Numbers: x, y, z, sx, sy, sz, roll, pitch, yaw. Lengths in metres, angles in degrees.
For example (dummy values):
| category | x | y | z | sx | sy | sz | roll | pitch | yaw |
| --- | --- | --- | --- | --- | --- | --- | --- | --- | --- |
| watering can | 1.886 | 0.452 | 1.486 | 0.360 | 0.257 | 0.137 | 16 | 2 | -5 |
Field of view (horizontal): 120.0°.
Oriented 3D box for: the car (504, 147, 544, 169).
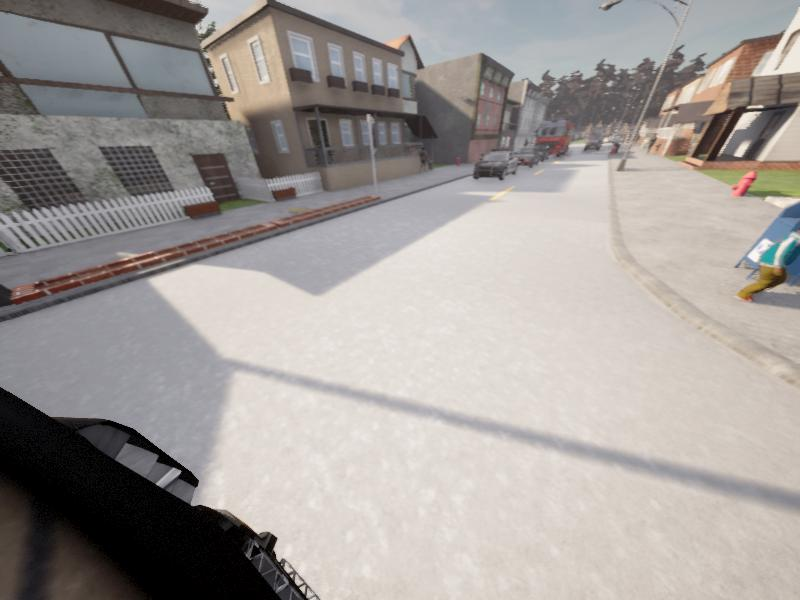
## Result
| category | x | y | z | sx | sy | sz | roll | pitch | yaw |
| --- | --- | --- | --- | --- | --- | --- | --- | --- | --- |
| car | 10.987 | -12.535 | 20.351 | 1.994 | 1.385 | 4.181 | 20 | 41 | 31 |

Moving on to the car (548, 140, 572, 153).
| category | x | y | z | sx | sy | sz | roll | pitch | yaw |
| --- | --- | --- | --- | --- | --- | --- | --- | --- | --- |
| car | 24.682 | -23.591 | 35.537 | 2.163 | 1.488 | 4.792 | 20 | 40 | 31 |

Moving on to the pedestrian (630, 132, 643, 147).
| category | x | y | z | sx | sy | sz | roll | pitch | yaw |
| --- | --- | --- | --- | --- | --- | --- | --- | --- | --- |
| pedestrian | 37.989 | -25.719 | 37.069 | 0.751 | 1.860 | 0.751 | 20 | 40 | 30 |

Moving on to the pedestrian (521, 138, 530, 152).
| category | x | y | z | sx | sy | sz | roll | pitch | yaw |
| --- | --- | --- | --- | --- | --- | --- | --- | --- | --- |
| pedestrian | 20.657 | -25.422 | 37.997 | 0.751 | 1.860 | 0.751 | 23 | 42 | 33 |

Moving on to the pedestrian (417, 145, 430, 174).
| category | x | y | z | sx | sy | sz | roll | pitch | yaw |
| --- | --- | --- | --- | --- | --- | --- | --- | --- | --- |
| pedestrian | 1.817 | -10.983 | 18.108 | 0.751 | 1.860 | 0.751 | 18 | 39 | 28 |

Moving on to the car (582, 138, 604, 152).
| category | x | y | z | sx | sy | sz | roll | pitch | yaw |
| --- | --- | --- | --- | --- | --- | --- | --- | --- | --- |
| car | 29.452 | -23.652 | 35.206 | 2.038 | 1.542 | 4.974 | 20 | 40 | 31 |

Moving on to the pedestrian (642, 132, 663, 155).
| category | x | y | z | sx | sy | sz | roll | pitch | yaw |
| --- | --- | --- | --- | --- | --- | --- | --- | --- | --- |
| pedestrian | 26.015 | -16.156 | 23.856 | 0.751 | 1.860 | 0.751 | 21 | 41 | 31 |

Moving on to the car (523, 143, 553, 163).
| category | x | y | z | sx | sy | sz | roll | pitch | yaw |
| --- | --- | --- | --- | --- | --- | --- | --- | --- | --- |
| car | 14.522 | -15.444 | 24.213 | 1.789 | 1.549 | 3.705 | 20 | 40 | 30 |

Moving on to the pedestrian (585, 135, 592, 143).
| category | x | y | z | sx | sy | sz | roll | pitch | yaw |
| --- | --- | --- | --- | --- | --- | --- | --- | --- | --- |
| pedestrian | 51.817 | -44.330 | 63.532 | 0.751 | 1.860 | 0.751 | 25 | 43 | 35 |

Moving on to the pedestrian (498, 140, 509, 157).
| category | x | y | z | sx | sy | sz | roll | pitch | yaw |
| --- | --- | --- | --- | --- | --- | --- | --- | --- | --- |
| pedestrian | 13.716 | -20.017 | 30.543 | 0.751 | 1.860 | 0.751 | -27 | 41 | -31 |

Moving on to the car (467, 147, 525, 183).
| category | x | y | z | sx | sy | sz | roll | pitch | yaw |
| --- | --- | --- | --- | --- | --- | --- | --- | --- | --- |
| car | 6.467 | -9.086 | 15.357 | 1.930 | 1.638 | 5.238 | 20 | 40 | 30 |

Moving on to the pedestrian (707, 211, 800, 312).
| category | x | y | z | sx | sy | sz | roll | pitch | yaw |
| --- | --- | --- | --- | --- | --- | --- | --- | --- | --- |
| pedestrian | 4.825 | -0.498 | 3.011 | 0.500 | 1.100 | 0.500 | -22 | 38 | -26 |

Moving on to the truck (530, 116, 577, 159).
| category | x | y | z | sx | sy | sz | roll | pitch | yaw |
| --- | --- | --- | --- | --- | --- | --- | --- | --- | --- |
| truck | 19.492 | -20.428 | 29.169 | 2.891 | 3.827 | 8.468 | 20 | 40 | 31 |
